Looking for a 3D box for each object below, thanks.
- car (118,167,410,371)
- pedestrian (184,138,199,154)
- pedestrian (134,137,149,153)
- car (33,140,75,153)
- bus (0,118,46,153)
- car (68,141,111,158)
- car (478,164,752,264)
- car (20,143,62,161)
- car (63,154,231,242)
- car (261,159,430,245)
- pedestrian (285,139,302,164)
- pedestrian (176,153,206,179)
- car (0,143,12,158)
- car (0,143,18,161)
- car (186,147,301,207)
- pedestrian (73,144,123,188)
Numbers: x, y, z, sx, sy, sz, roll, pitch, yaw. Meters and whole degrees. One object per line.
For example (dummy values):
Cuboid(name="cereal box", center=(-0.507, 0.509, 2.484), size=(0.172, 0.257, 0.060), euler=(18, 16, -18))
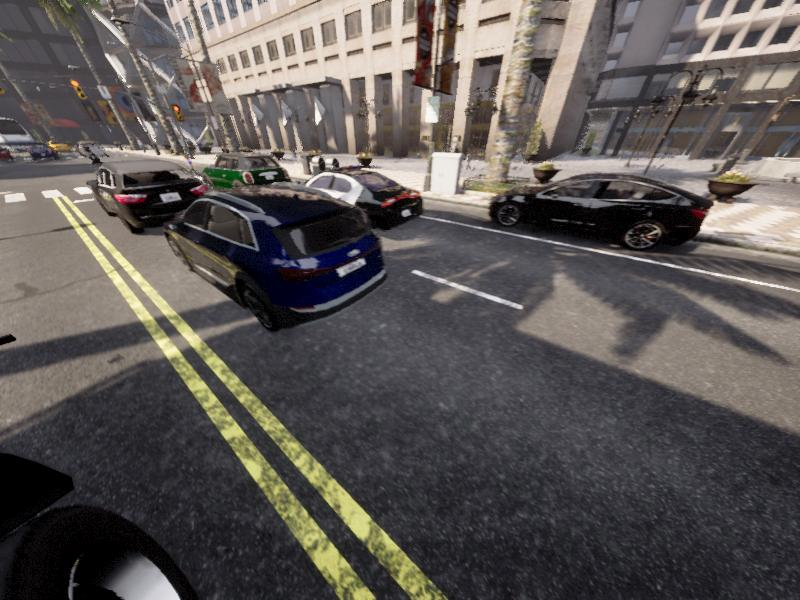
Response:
Cuboid(name="car", center=(-2.435, -1.143, 4.083), size=(4.856, 1.649, 2.033), euler=(23, 41, 28))
Cuboid(name="pedestrian", center=(-28.865, -21.391, 32.024), size=(0.751, 1.860, 0.751), euler=(25, 42, 31))
Cuboid(name="pedestrian", center=(-37.009, -22.183, 33.093), size=(0.751, 1.860, 0.751), euler=(-28, 44, -34))
Cuboid(name="car", center=(-54.678, -24.286, 36.506), size=(5.366, 1.575, 1.801), euler=(13, 37, 17))
Cuboid(name="bus", center=(-62.544, -24.767, 34.827), size=(10.273, 4.253, 3.944), euler=(2, 35, 3))
Cuboid(name="car", center=(-39.692, -19.334, 29.522), size=(4.611, 1.667, 2.242), euler=(23, 41, 28))
Cuboid(name="car", center=(5.046, -2.703, 6.462), size=(4.792, 1.488, 2.163), euler=(22, 41, 28))
Cuboid(name="car", center=(-39.416, -16.387, 25.480), size=(3.633, 1.501, 1.845), euler=(27, 43, 33))
Cuboid(name="car", center=(-7.971, -3.491, 7.330), size=(4.611, 1.667, 2.242), euler=(23, 41, 28))
Cuboid(name="car", center=(-1.797, -3.331, 7.262), size=(4.974, 1.542, 2.038), euler=(23, 41, 28))
Cuboid(name="pedestrian", center=(-9.484, -13.249, 20.637), size=(0.751, 1.860, 0.751), euler=(-27, 44, -33))
Cuboid(name="pedestrian", center=(-13.303, -8.557, 14.734), size=(0.751, 1.300, 0.751), euler=(21, 40, 27))
Cuboid(name="car", center=(-49.307, -18.027, 27.786), size=(3.806, 1.475, 1.970), euler=(20, 40, 25))
Cuboid(name="car", center=(-43.690, -15.883, 24.787), size=(4.792, 1.488, 2.163), euler=(22, 41, 28))
Cuboid(name="car", center=(-6.877, -5.576, 10.175), size=(4.553, 1.767, 2.097), euler=(23, 41, 29))
Cuboid(name="pedestrian", center=(-15.320, -6.806, 11.764), size=(0.751, 1.860, 0.751), euler=(28, 44, 34))
